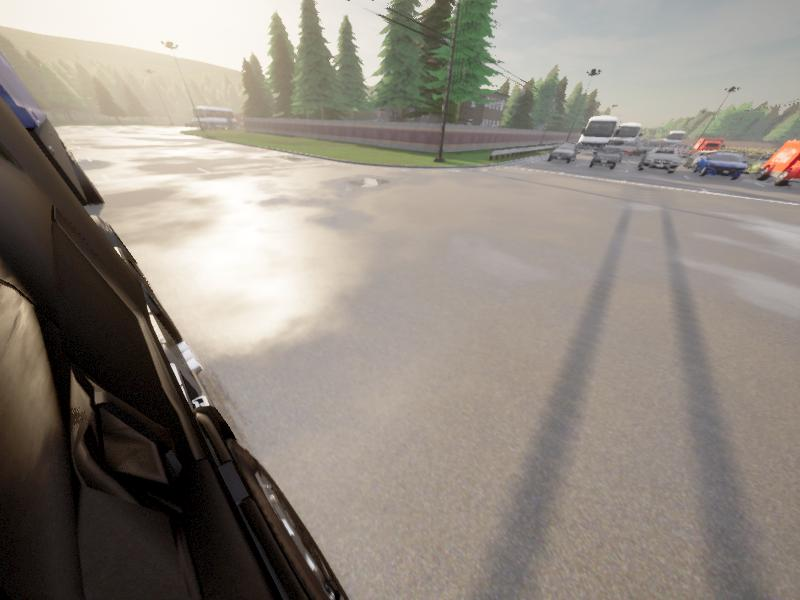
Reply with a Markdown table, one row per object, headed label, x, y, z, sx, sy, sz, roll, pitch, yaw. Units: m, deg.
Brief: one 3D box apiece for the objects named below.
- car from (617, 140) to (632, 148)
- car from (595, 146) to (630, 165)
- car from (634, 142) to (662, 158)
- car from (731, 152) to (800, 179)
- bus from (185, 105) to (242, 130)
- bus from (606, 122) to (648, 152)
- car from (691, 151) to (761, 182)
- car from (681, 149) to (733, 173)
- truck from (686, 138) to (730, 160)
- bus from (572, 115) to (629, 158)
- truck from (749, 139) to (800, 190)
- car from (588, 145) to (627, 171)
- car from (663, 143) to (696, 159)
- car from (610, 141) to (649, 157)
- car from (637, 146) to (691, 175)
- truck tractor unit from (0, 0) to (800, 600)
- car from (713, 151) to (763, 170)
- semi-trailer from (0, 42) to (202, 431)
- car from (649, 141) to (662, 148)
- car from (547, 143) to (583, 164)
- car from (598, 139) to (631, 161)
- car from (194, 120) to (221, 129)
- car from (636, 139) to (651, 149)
| label | x | y | z | sx | sy | sz | roll | pitch | yaw |
| --- | --- | --- | --- | --- | --- | --- | --- | --- | --- |
| car | 57.384 | -39.801 | 58.887 | 2.152 | 1.651 | 5.027 | 28 | 43 | 30 |
| car | 22.115 | -15.092 | 23.986 | 1.994 | 1.385 | 4.181 | 29 | 44 | 30 |
| car | 36.685 | -22.244 | 34.172 | 2.242 | 1.667 | 4.611 | 29 | 44 | 31 |
| car | 31.016 | -11.550 | 19.687 | 2.007 | 1.525 | 4.514 | 28 | 44 | 30 |
| bus | -44.385 | -43.811 | 55.716 | 3.944 | 4.253 | 10.273 | 7 | 37 | 5 |
| bus | 43.865 | -31.323 | 44.574 | 3.944 | 4.253 | 10.273 | 30 | 44 | 31 |
| car | 24.527 | -10.336 | 17.658 | 1.882 | 1.535 | 5.008 | 28 | 44 | 30 |
| car | 28.498 | -13.076 | 21.605 | 1.970 | 1.475 | 3.806 | 28 | 44 | 29 |
| truck | 47.918 | -23.668 | 36.096 | 2.627 | 2.467 | 5.204 | 28 | 44 | 30 |
| bus | 27.591 | -22.989 | 32.436 | 3.944 | 4.253 | 10.273 | 22 | 41 | 25 |
| truck | 26.451 | -8.745 | 14.873 | 2.627 | 2.467 | 5.204 | 28 | 44 | 30 |
| car | 17.522 | -12.059 | 19.505 | 1.789 | 1.549 | 3.705 | 28 | 43 | 29 |
| car | 41.684 | -22.316 | 34.573 | 2.242 | 1.667 | 4.611 | 28 | 44 | 30 |
| car | 32.470 | -21.313 | 32.663 | 4.611 | 1.667 | 2.242 | -20 | 42 | -27 |
| car | 21.844 | -11.797 | 19.367 | 2.152 | 1.651 | 5.027 | 28 | 44 | 30 |
| truck tractor unit | -2.645 | -0.295 | 0.351 | 6.516 | 4.208 | 3.053 | 28 | 44 | 30 |
| car | 36.349 | -15.196 | 25.008 | 1.994 | 1.385 | 4.181 | 28 | 44 | 30 |
| semi-trailer | -8.688 | -3.613 | 4.237 | 14.254 | 4.402 | 2.717 | 28 | 44 | 30 |
| car | 78.736 | -48.018 | 71.251 | 2.128 | 1.511 | 4.902 | 28 | 44 | 30 |
| car | 16.175 | -14.371 | 22.594 | 1.812 | 1.442 | 4.674 | 28 | 44 | 30 |
| car | 25.761 | -18.178 | 27.887 | 1.905 | 1.878 | 3.866 | 20 | 41 | 23 |
| car | -47.848 | -43.631 | 57.528 | 1.801 | 1.575 | 5.366 | 7 | 37 | 5 |
| car | 59.655 | -38.191 | 56.660 | 1.905 | 1.878 | 3.866 | 28 | 43 | 30 |
